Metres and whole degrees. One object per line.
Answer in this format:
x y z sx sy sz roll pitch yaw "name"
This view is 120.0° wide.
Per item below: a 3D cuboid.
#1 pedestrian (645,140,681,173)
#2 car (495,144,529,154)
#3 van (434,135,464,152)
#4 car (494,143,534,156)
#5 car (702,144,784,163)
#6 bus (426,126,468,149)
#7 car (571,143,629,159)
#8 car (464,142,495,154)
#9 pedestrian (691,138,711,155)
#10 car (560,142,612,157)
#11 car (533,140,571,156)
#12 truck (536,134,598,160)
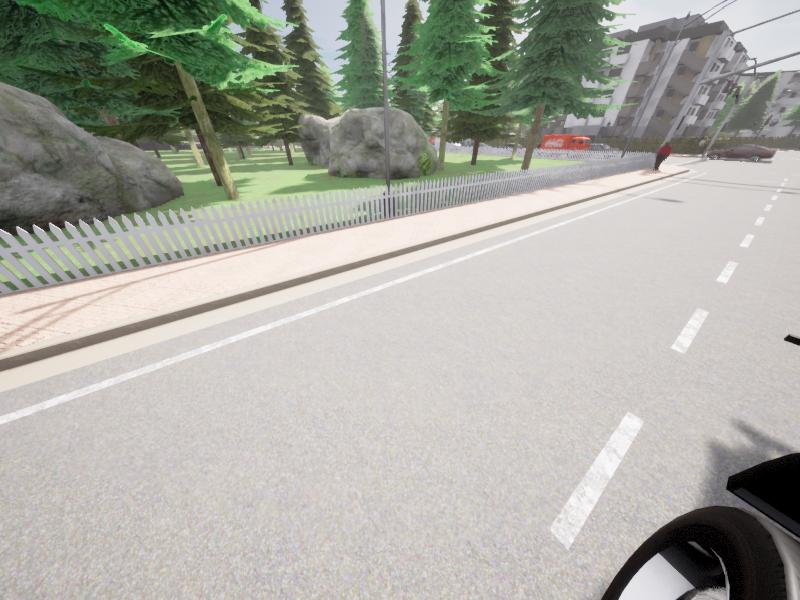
18.173 -9.955 16.005 0.751 1.860 0.751 -15 38 -19 "pedestrian"
18.352 -24.904 38.032 1.895 1.301 4.718 -21 40 -26 "car"
9.163 -29.828 44.013 1.988 2.561 5.915 -21 40 -26 "van"
16.903 -22.562 34.544 1.837 1.490 4.892 -21 40 -26 "car"
36.911 -15.959 25.060 1.812 1.442 4.674 -21 40 -26 "car"
11.129 -39.772 56.627 3.944 4.253 10.273 -21 40 -26 "bus"
25.182 -18.954 29.343 2.128 1.511 4.902 -21 40 -26 "car"
13.333 -25.719 39.053 1.837 1.490 4.892 -21 40 -26 "car"
39.269 -20.012 30.142 0.751 1.860 0.751 -20 40 -26 "pedestrian"
26.391 -21.615 33.054 1.801 1.575 5.366 -21 40 -26 "car"
21.873 -22.031 33.408 1.905 1.878 3.866 -21 40 -26 "car"
20.907 -19.422 29.207 2.627 2.467 5.204 -21 40 -26 "truck"
